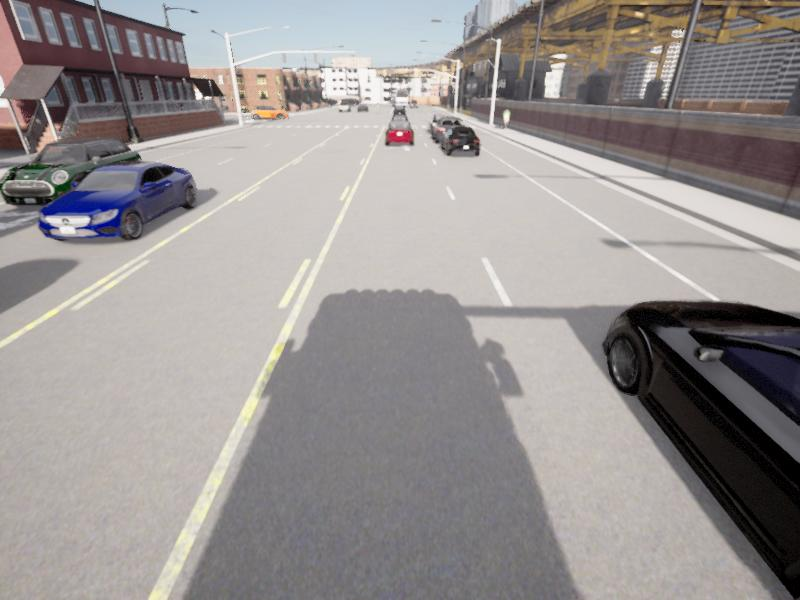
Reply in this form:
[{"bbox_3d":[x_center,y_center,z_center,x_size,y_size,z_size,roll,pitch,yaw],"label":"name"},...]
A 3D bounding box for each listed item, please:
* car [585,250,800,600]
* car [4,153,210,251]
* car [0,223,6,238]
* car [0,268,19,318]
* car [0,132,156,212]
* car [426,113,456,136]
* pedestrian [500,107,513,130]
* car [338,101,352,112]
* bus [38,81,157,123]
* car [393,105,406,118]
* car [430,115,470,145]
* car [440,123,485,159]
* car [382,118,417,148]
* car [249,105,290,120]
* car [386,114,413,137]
[{"bbox_3d":[3.501,0.981,3.244,1.994,1.385,4.181,0,27,0],"label":"car"},{"bbox_3d":[-6.996,-2.761,10.383,1.812,1.442,4.674,0,27,0],"label":"car"},{"bbox_3d":[-10.480,-1.170,6.608,2.150,2.045,5.566,0,27,0],"label":"car"},{"bbox_3d":[-7.002,0.303,4.242,1.851,1.617,3.988,0,27,0],"label":"car"},{"bbox_3d":[-10.508,-4.364,13.098,2.097,1.767,4.553,0,27,0],"label":"car"},{"bbox_3d":[3.472,-15.271,34.713,2.128,1.511,4.902,0,27,0],"label":"car"},{"bbox_3d":[9.590,-16.373,36.123,0.751,1.860,0.751,0,27,-1],"label":"pedestrian"},{"bbox_3d":[-10.566,-37.147,76.802,1.932,1.855,4.605,0,27,0],"label":"car"},{"bbox_3d":[-36.031,-23.875,48.226,10.273,4.253,3.944,1,27,0],"label":"bus"},{"bbox_3d":[-0.051,-28.471,60.351,1.882,1.535,5.008,0,27,0],"label":"car"},{"bbox_3d":[3.480,-12.236,28.632,2.242,1.667,4.611,0,27,0],"label":"car"},{"bbox_3d":[3.482,-9.236,23.042,1.812,1.442,4.674,0,27,0],"label":"car"},{"bbox_3d":[-0.021,-11.550,27.485,2.163,1.488,4.792,0,27,0],"label":"car"},{"bbox_3d":[-16.929,-24.442,52.130,4.553,1.767,2.097,-2,27,-5],"label":"car"},{"bbox_3d":[-0.027,-14.699,33.580,2.128,1.511,4.902,0,27,0],"label":"car"}]
